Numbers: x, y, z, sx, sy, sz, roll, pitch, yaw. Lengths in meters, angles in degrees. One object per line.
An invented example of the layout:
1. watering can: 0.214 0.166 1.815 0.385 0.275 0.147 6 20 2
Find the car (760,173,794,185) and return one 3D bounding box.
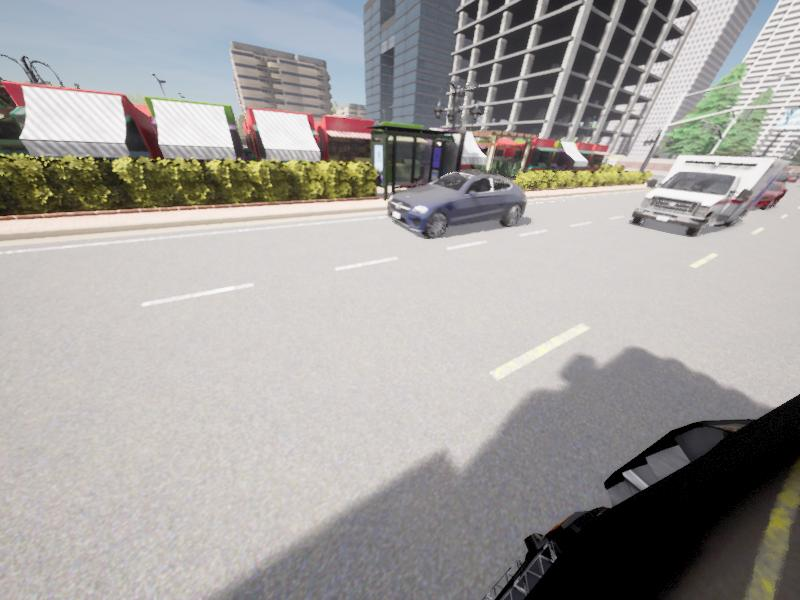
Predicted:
1. car: 58.831 -18.924 36.044 5.008 1.535 1.882 -15 38 -26

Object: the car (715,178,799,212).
1. car: 22.823 -6.810 14.768 5.008 1.535 1.882 -15 38 -26

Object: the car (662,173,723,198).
1. car: 23.092 -9.099 18.260 3.633 1.501 1.845 -15 38 -26

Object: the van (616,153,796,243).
1. van: 12.085 -4.225 9.169 6.366 2.431 2.351 -15 38 -26

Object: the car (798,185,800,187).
1. car: 59.450 -16.862 33.007 4.892 1.490 1.837 -15 38 -26

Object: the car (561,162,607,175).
1. car: 29.682 -21.462 37.517 2.033 1.411 5.357 -16 38 -26

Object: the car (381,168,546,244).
1. car: 2.089 -3.365 7.778 5.027 1.651 2.152 -15 38 -26

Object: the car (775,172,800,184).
1. car: 71.421 -22.383 42.315 3.988 1.617 1.851 -15 38 -26

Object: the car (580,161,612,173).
1. car: 35.113 -23.862 41.445 1.789 1.549 3.705 -16 38 -26
